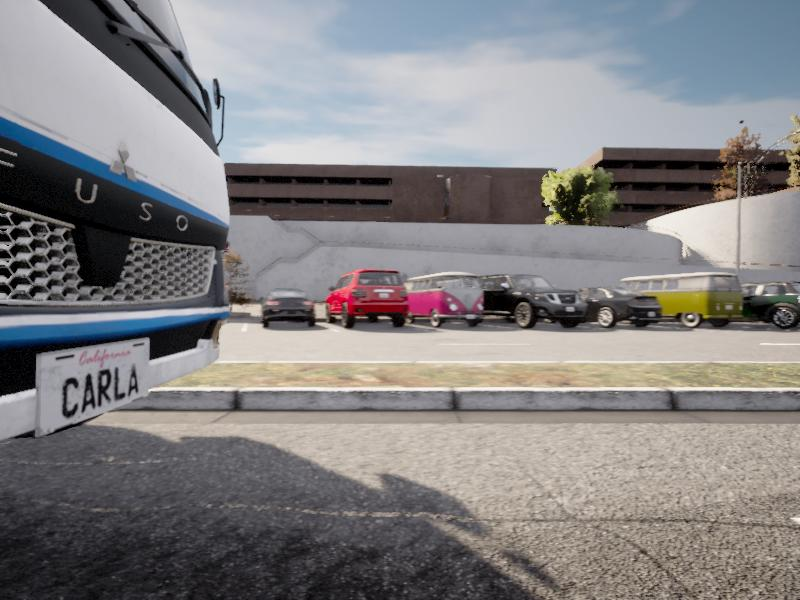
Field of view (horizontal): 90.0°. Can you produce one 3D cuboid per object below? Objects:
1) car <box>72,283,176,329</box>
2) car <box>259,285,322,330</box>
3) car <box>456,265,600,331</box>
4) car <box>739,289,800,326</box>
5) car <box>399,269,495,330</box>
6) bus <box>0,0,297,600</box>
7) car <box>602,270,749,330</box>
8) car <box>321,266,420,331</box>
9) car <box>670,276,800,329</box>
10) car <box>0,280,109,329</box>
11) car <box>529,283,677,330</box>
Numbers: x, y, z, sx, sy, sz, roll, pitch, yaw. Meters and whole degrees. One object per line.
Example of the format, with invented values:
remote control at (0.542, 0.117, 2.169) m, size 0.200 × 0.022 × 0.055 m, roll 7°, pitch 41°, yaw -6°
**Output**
car at (-10.362, 0.239, 15.541) m, size 2.163 × 1.488 × 4.792 m, roll 1°, pitch -1°, yaw -20°
car at (-4.405, 0.270, 15.561) m, size 2.002 × 1.452 × 4.674 m, roll 0°, pitch -1°, yaw -20°
car at (4.563, -0.013, 15.538) m, size 2.435 × 2.045 × 5.566 m, roll 1°, pitch -1°, yaw -20°
car at (16.479, 0.281, 15.549) m, size 2.002 × 1.452 × 4.674 m, roll 0°, pitch -1°, yaw -20°
car at (1.610, 0.011, 15.456) m, size 1.878 × 1.987 × 4.442 m, roll 1°, pitch -1°, yaw -20°
bus at (-6.118, -1.146, 1.821) m, size 10.273 × 4.253 × 3.944 m, roll 0°, pitch 0°, yaw 0°
car at (10.471, 0.015, 15.668) m, size 1.878 × 1.987 × 4.442 m, roll 0°, pitch -1°, yaw -20°
car at (-1.433, -0.014, 15.593) m, size 2.435 × 2.045 × 5.566 m, roll 0°, pitch -1°, yaw -20°
car at (13.506, 0.114, 15.527) m, size 2.185 × 1.767 × 4.553 m, roll 0°, pitch -1°, yaw -20°
car at (-13.289, 0.186, 15.398) m, size 1.946 × 1.575 × 5.366 m, roll 1°, pitch -1°, yaw -20°
car at (7.532, 0.240, 15.552) m, size 2.231 × 1.521 × 4.892 m, roll 0°, pitch -1°, yaw -20°
